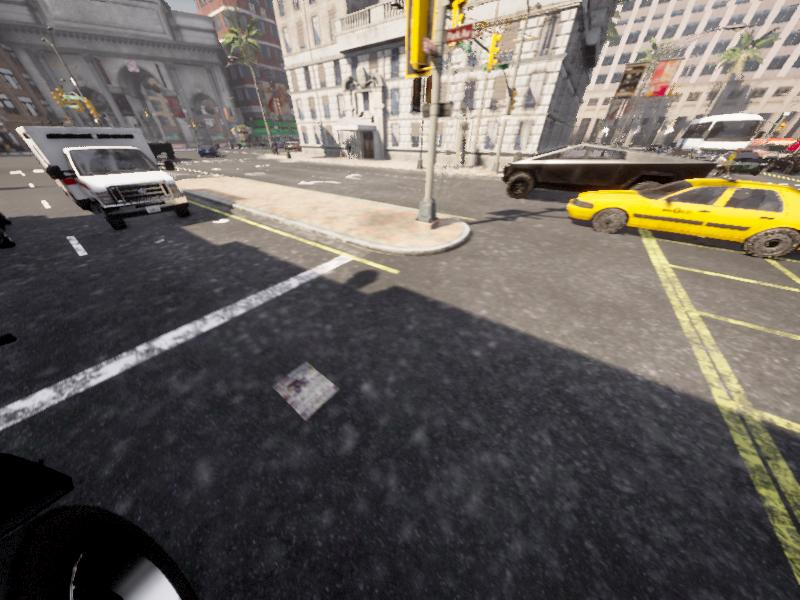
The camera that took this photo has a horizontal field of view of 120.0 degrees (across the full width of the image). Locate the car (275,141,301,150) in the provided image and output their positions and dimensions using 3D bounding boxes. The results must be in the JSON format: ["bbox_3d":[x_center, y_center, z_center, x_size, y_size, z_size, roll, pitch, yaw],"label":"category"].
[{"bbox_3d":[-24.335,-33.717,50.263,1.812,1.442,4.674,22,41,28],"label":"car"}]

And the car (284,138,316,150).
[{"bbox_3d":[-21.071,-33.067,48.846,2.150,2.045,5.566,23,41,28],"label":"car"}]

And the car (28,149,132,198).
[{"bbox_3d":[-16.047,-6.500,11.574,4.856,1.649,2.033,22,41,28],"label":"car"}]

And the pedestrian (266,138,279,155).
[{"bbox_3d":[-16.815,-20.223,30.522,0.751,1.860,0.751,0,35,-1],"label":"pedestrian"}]

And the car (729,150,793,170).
[{"bbox_3d":[35.405,-13.944,22.871,1.895,1.301,4.718,22,41,28],"label":"car"}]

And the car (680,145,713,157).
[{"bbox_3d":[47.997,-24.266,37.536,2.033,1.411,5.357,22,41,28],"label":"car"}]

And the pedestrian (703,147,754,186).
[{"bbox_3d":[19.054,-7.785,13.461,0.751,1.860,0.751,20,40,26],"label":"pedestrian"}]

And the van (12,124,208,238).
[{"bbox_3d":[-9.758,-4.269,7.771,6.366,2.431,2.351,22,41,28],"label":"van"}]

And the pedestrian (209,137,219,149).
[{"bbox_3d":[-35.545,-29.968,44.179,0.751,1.860,0.751,-7,36,-10],"label":"pedestrian"}]

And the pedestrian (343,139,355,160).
[{"bbox_3d":[-5.571,-16.373,25.160,0.751,1.860,0.751,25,42,30],"label":"pedestrian"}]

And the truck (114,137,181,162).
[{"bbox_3d":[-27.736,-16.625,25.427,6.274,2.098,2.390,17,38,22],"label":"truck"}]

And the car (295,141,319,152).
[{"bbox_3d":[-17.535,-29.188,43.757,1.851,1.617,3.988,16,38,20],"label":"car"}]

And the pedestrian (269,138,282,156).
[{"bbox_3d":[-16.306,-20.029,30.252,0.751,1.860,0.751,15,38,20],"label":"pedestrian"}]

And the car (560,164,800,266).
[{"bbox_3d":[7.683,-2.455,6.086,5.366,1.575,1.801,22,41,28],"label":"car"}]

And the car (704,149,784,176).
[{"bbox_3d":[28.035,-11.488,19.119,2.038,1.542,4.974,22,41,27],"label":"car"}]

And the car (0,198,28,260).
[{"bbox_3d":[-11.387,-2.048,5.504,5.357,1.411,2.033,22,41,28],"label":"car"}]

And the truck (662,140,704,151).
[{"bbox_3d":[63.704,-34.861,52.084,6.274,2.098,2.390,-4,35,-7],"label":"truck"}]

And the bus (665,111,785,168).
[{"bbox_3d":[33.958,-17.369,25.152,3.944,4.253,10.273,22,41,28],"label":"bus"}]

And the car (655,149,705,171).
[{"bbox_3d":[25.770,-13.115,21.483,1.812,1.442,4.674,22,41,28],"label":"car"}]

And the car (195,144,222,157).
[{"bbox_3d":[-25.824,-20.296,31.280,1.994,1.385,4.181,-16,38,-21],"label":"car"}]

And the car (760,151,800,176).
[{"bbox_3d":[31.505,-10.808,18.234,1.816,1.474,4.193,22,40,28],"label":"car"}]

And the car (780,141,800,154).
[{"bbox_3d":[77.916,-28.817,43.693,5.566,2.045,2.150,22,41,28],"label":"car"}]

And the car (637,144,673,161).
[{"bbox_3d":[33.715,-19.733,30.742,2.242,1.667,4.611,23,41,28],"label":"car"}]

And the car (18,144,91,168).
[{"bbox_3d":[-31.229,-13.262,21.133,2.128,1.511,4.902,-22,41,-28],"label":"car"}]

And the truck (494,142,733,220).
[{"bbox_3d":[7.617,-5.154,9.463,6.274,2.098,2.390,22,41,28],"label":"truck"}]

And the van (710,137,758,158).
[{"bbox_3d":[50.529,-23.288,35.178,1.988,2.561,5.915,22,41,28],"label":"van"}]

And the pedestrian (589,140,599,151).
[{"bbox_3d":[37.578,-29.904,44.730,0.751,1.860,0.751,-24,42,-30],"label":"pedestrian"}]

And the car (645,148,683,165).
[{"bbox_3d":[29.662,-16.284,26.140,1.895,1.301,4.718,22,41,28],"label":"car"}]
